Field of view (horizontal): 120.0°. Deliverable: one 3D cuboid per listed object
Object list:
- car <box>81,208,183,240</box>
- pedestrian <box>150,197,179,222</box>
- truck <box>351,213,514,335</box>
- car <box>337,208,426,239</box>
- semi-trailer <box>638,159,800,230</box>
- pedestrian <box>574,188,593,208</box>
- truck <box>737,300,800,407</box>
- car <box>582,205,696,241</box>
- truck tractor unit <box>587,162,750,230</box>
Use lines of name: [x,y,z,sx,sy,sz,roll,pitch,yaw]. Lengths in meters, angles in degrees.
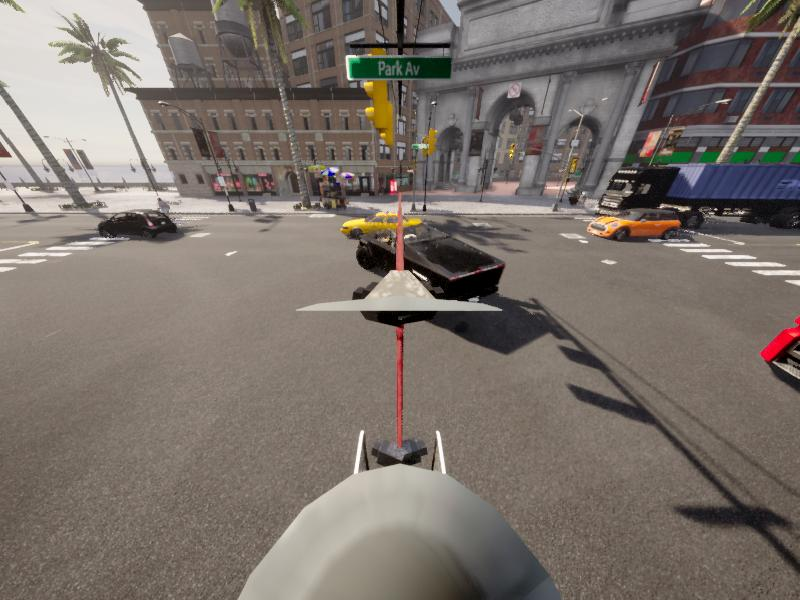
car: [-17.249,-5.016,15.088,3.988,1.617,1.851,1,30,2]
pedestrian: [-19.199,-7.391,18.898,0.751,1.860,0.751,-2,30,-4]
truck: [0.505,-1.608,8.691,2.390,2.098,6.274,-16,34,-26]
car: [-1.133,-4.995,15.075,5.366,1.575,1.801,0,30,1]
semi-trailer: [27.081,-7.718,16.958,14.254,4.402,2.717,1,30,2]
pedestrian: [19.699,-11.003,24.850,0.751,1.860,0.751,-11,32,-18]
truck: [8.452,2.045,0.637,2.891,3.827,8.468,6,31,11]
car: [14.972,-4.960,14.805,4.553,1.767,2.097,0,30,-1]
truck tractor unit: [19.173,-7.752,17.208,6.516,4.208,3.053,1,30,1]
